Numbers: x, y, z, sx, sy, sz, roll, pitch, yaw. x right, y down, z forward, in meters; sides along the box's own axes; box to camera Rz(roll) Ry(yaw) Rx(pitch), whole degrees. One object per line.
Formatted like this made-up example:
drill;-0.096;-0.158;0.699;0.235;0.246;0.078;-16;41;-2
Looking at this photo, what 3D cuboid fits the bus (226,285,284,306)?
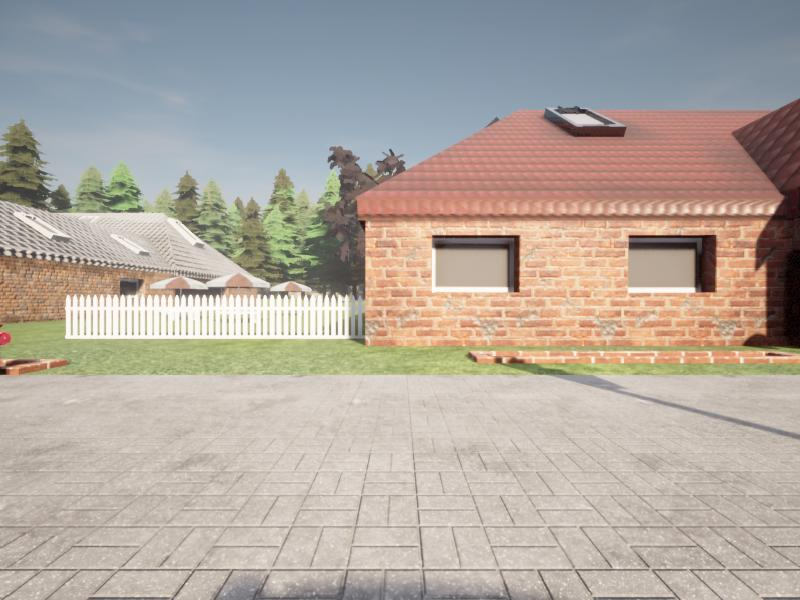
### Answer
bus;-29.083;-0.919;80.723;10.273;4.253;3.944;0;0;0
